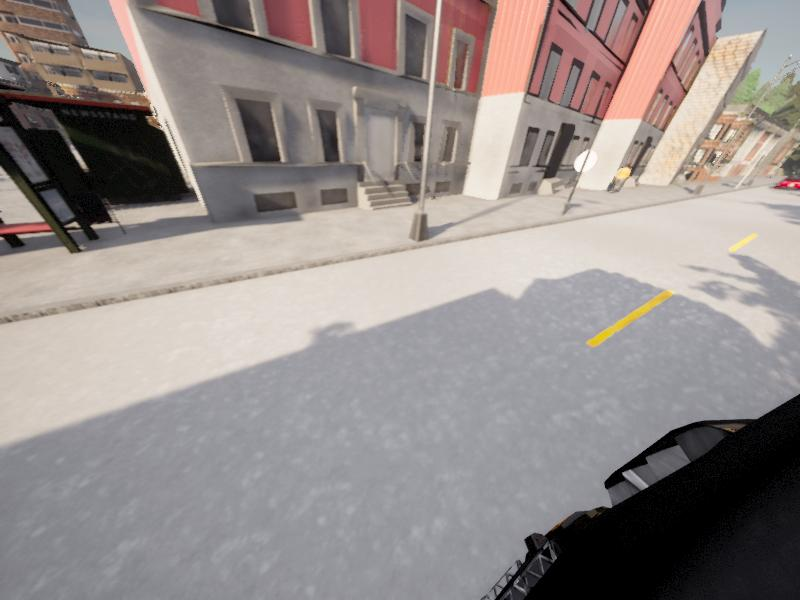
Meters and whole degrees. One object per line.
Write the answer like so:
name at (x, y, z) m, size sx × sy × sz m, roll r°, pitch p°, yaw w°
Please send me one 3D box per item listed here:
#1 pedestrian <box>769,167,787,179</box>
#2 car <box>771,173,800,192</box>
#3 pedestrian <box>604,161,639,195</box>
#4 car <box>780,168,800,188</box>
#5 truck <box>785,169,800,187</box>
pedestrian at (70.665, -23.810, 43.176) m, size 0.751 × 1.860 × 0.751 m, roll -3°, pitch 34°, yaw -8°
car at (43.167, -12.861, 25.169) m, size 4.514 × 1.525 × 2.007 m, roll -16°, pitch 38°, yaw -26°
pedestrian at (14.622, -8.064, 15.280) m, size 0.751 × 1.860 × 0.751 m, roll -15°, pitch 38°, yaw -25°
car at (50.266, -15.107, 28.610) m, size 5.566 × 2.045 × 2.150 m, roll -16°, pitch 38°, yaw -26°
truck at (57.647, -17.194, 32.316) m, size 5.204 × 2.467 × 2.627 m, roll -16°, pitch 38°, yaw -26°
